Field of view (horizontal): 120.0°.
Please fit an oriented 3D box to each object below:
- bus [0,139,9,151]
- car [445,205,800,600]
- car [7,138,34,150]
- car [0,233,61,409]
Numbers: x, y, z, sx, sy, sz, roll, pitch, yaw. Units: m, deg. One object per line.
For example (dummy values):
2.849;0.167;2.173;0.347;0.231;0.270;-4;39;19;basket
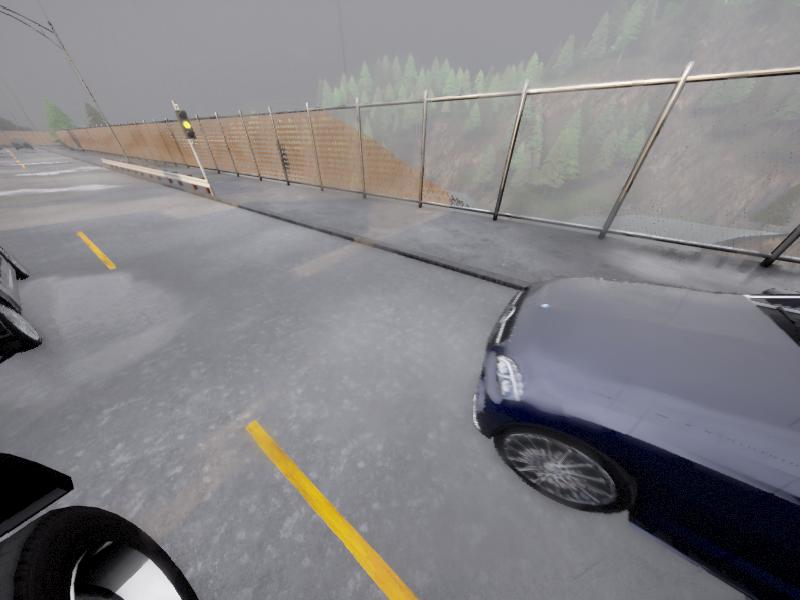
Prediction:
-79.584;-30.999;43.704;10.273;4.253;3.944;23;41;27;bus
3.094;0.930;1.213;5.027;1.651;2.152;22;41;28;car
-75.407;-31.013;45.905;4.553;1.767;2.097;22;41;28;car
-6.538;-0.173;2.719;5.238;1.638;1.930;22;41;28;car
